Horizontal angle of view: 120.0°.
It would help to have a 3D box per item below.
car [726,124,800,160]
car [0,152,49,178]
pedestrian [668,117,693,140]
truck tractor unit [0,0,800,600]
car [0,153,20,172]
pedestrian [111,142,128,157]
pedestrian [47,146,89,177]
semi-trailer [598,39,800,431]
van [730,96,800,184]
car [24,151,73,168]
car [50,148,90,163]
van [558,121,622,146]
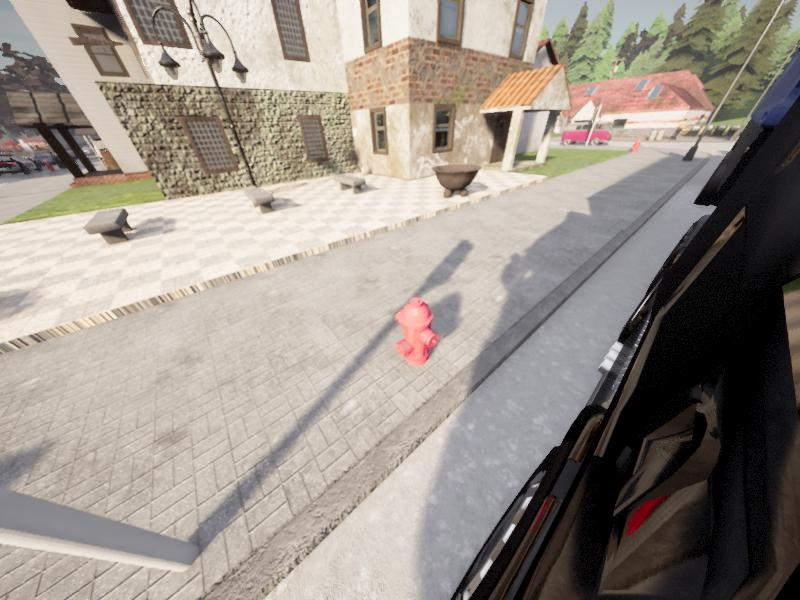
[{"bbox_3d":[21.863,-9.531,13.834,1.789,1.549,3.705,25,45,32],"label":"car"},{"bbox_3d":[-34.095,-11.958,20.388,2.038,1.542,4.974,-28,43,-30],"label":"car"},{"bbox_3d":[29.042,-17.752,23.974,0.751,1.860,0.751,16,40,23],"label":"pedestrian"},{"bbox_3d":[2.645,-0.295,0.351,6.516,4.208,3.053,-28,44,-30],"label":"truck tractor unit"},{"bbox_3d":[-42.640,-14.110,23.823,2.163,1.488,4.792,-28,43,-30],"label":"car"},{"bbox_3d":[-41.327,-22.166,34.025,0.751,1.860,0.751,-28,44,-30],"label":"pedestrian"},{"bbox_3d":[-23.738,-9.926,16.567,0.751,1.860,0.751,-28,43,-30],"label":"pedestrian"},{"bbox_3d":[8.676,-3.610,4.263,14.254,4.402,2.717,-28,44,-30],"label":"semi-trailer"},{"bbox_3d":[16.567,-6.737,9.583,5.915,2.561,1.988,-26,43,-29],"label":"van"},{"bbox_3d":[-40.567,-16.373,26.832,1.994,1.385,4.181,-28,43,-30],"label":"car"},{"bbox_3d":[-46.534,-20.516,32.723,2.033,1.411,5.357,-28,43,-30],"label":"car"},{"bbox_3d":[19.601,-17.342,24.088,1.775,1.987,4.442,-28,43,-30],"label":"van"}]
